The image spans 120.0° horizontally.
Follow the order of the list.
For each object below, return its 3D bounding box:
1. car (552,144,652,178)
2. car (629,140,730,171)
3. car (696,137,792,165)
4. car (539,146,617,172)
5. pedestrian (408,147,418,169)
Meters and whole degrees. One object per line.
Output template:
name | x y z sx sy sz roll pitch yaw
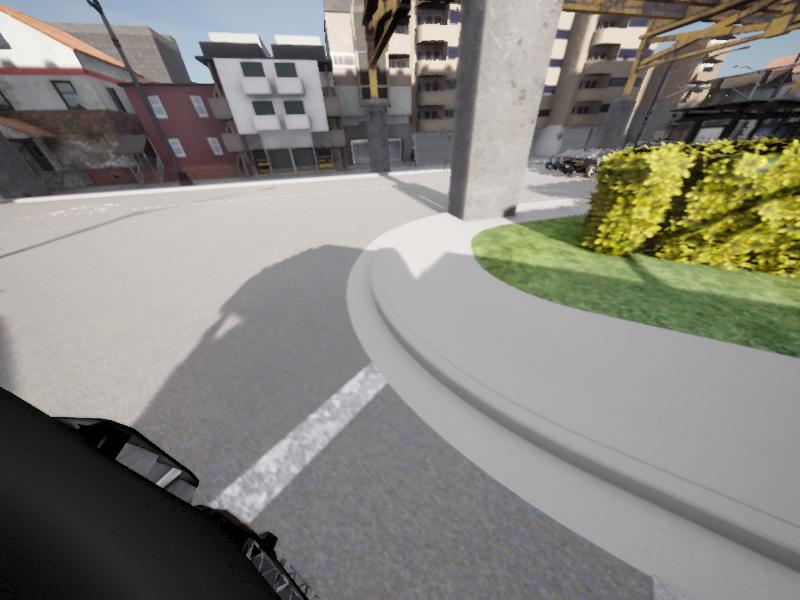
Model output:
car | 13.602 -9.482 15.715 5.238 1.638 1.930 -10 34 -11
car | 20.402 -10.678 17.022 5.027 1.651 2.152 -10 34 -11
car | 27.254 -11.880 18.398 4.974 1.542 2.038 -10 34 -11
car | 14.414 -11.564 18.929 4.792 1.488 2.163 -10 34 -11
pedestrian | 1.381 -14.906 24.280 0.751 1.860 0.751 -11 34 -12
